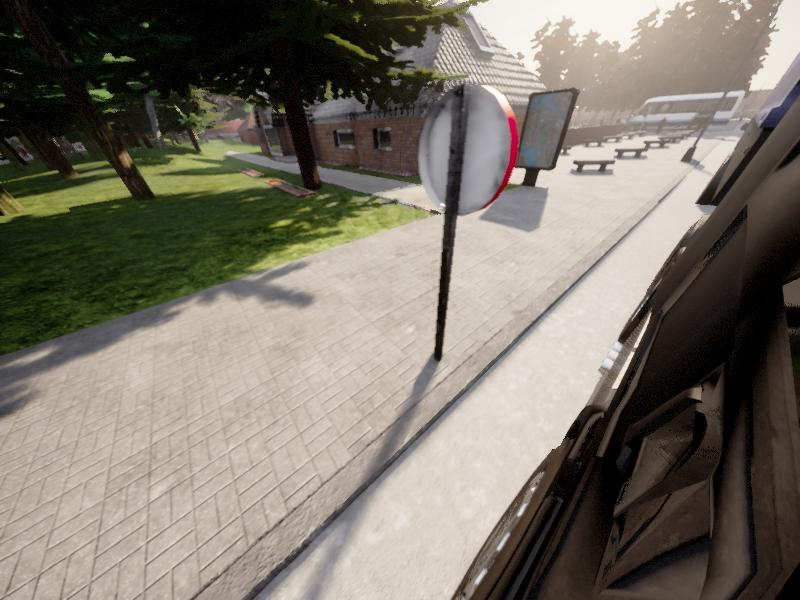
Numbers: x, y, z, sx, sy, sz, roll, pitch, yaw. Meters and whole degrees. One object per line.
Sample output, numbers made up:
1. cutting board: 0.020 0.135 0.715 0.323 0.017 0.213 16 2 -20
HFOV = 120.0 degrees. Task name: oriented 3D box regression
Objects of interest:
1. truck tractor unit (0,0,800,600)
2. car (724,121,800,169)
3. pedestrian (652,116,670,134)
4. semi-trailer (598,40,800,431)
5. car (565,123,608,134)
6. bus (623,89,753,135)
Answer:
1. truck tractor unit: 2.645 -0.295 0.351 6.516 4.208 3.053 -28 44 -30
2. car: 18.901 -7.925 11.664 4.611 1.667 2.242 -28 44 -30
3. pedestrian: 34.571 -23.112 30.587 0.751 1.860 0.751 20 42 27
4. semi-trailer: 8.693 -3.608 4.234 14.254 4.402 2.717 -28 44 -30
5. car: 32.728 -30.075 40.621 2.033 1.411 5.357 -28 43 -29
6. bus: 39.168 -26.094 32.522 10.273 4.253 3.944 25 45 31
